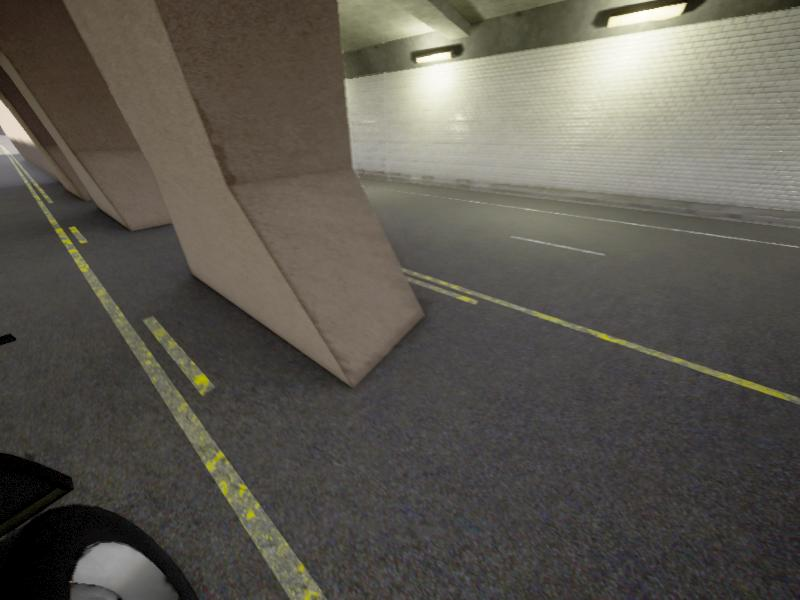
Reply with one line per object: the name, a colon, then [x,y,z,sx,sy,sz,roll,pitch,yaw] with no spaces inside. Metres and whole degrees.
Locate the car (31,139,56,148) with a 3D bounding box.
car: [-77.714,-34.171,50.384,4.514,1.525,2.007,20,40,26]
